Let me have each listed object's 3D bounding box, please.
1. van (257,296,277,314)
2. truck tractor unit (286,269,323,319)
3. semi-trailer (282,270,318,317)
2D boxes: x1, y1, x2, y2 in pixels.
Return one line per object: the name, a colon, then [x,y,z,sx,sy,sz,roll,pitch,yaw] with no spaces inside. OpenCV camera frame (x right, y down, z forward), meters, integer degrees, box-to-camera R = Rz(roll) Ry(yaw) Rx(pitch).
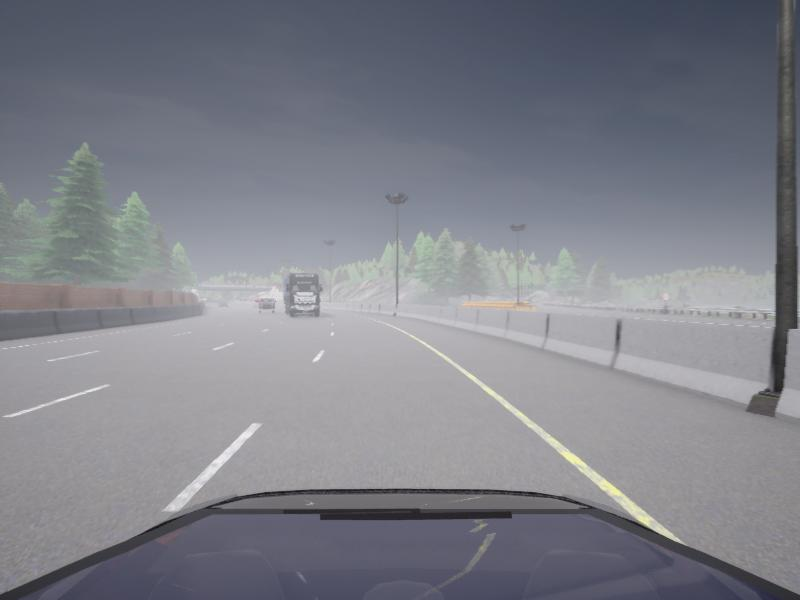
van: [-15.584,0.599,46.688,2.069,2.038,4.480,1,-1,-20]
truck tractor unit: [-8.991,-0.508,37.223,3.053,4.208,6.516,-1,0,-16]
semi-trailer: [-11.446,-0.603,44.746,2.717,4.402,14.254,0,0,-19]
